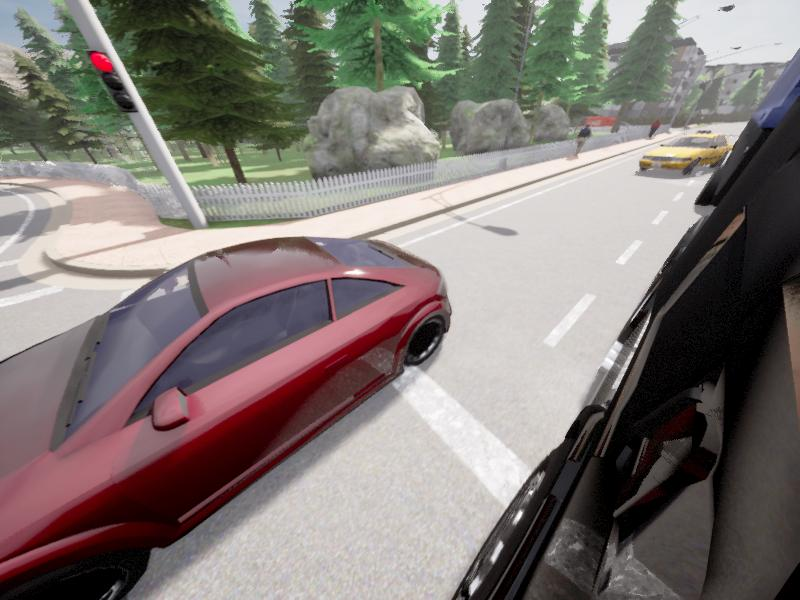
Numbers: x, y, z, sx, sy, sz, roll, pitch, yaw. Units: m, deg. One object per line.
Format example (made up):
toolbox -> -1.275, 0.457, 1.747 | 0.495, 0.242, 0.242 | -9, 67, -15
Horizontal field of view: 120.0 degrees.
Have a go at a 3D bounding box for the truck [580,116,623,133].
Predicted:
truck -> 38.682, -33.740, 44.473 | 2.627, 2.467, 5.204 | -27, 43, -29

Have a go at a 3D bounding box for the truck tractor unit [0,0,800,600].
truck tractor unit -> 2.645, -0.295, 0.351 | 6.516, 4.208, 3.053 | -28, 44, -30

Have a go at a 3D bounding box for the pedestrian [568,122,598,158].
pedestrian -> 11.864, -10.412, 15.040 | 0.751, 1.860, 0.751 | -28, 44, -30

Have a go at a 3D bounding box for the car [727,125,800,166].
car -> 20.175, -8.493, 12.560 | 4.792, 1.488, 2.163 | -28, 44, -30

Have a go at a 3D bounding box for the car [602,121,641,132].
car -> 42.966, -33.641, 44.877 | 2.128, 1.511, 4.902 | -27, 43, -29

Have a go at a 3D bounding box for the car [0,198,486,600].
car -> -1.410, 0.328, 2.157 | 4.181, 1.385, 1.994 | -28, 44, -30

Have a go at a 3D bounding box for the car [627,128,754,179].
car -> 13.807, -7.107, 11.011 | 5.366, 1.575, 1.801 | -19, 40, -20

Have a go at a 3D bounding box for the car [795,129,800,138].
car -> 40.618, -16.681, 22.233 | 5.008, 1.535, 1.882 | -28, 44, -30

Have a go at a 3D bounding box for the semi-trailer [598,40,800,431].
semi-trailer -> 8.681, -3.607, 4.256 | 14.254, 4.402, 2.717 | -28, 44, -30

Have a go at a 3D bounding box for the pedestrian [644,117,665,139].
pedestrian -> 27.438, -18.500, 24.930 | 0.751, 1.860, 0.751 | -28, 44, -30
